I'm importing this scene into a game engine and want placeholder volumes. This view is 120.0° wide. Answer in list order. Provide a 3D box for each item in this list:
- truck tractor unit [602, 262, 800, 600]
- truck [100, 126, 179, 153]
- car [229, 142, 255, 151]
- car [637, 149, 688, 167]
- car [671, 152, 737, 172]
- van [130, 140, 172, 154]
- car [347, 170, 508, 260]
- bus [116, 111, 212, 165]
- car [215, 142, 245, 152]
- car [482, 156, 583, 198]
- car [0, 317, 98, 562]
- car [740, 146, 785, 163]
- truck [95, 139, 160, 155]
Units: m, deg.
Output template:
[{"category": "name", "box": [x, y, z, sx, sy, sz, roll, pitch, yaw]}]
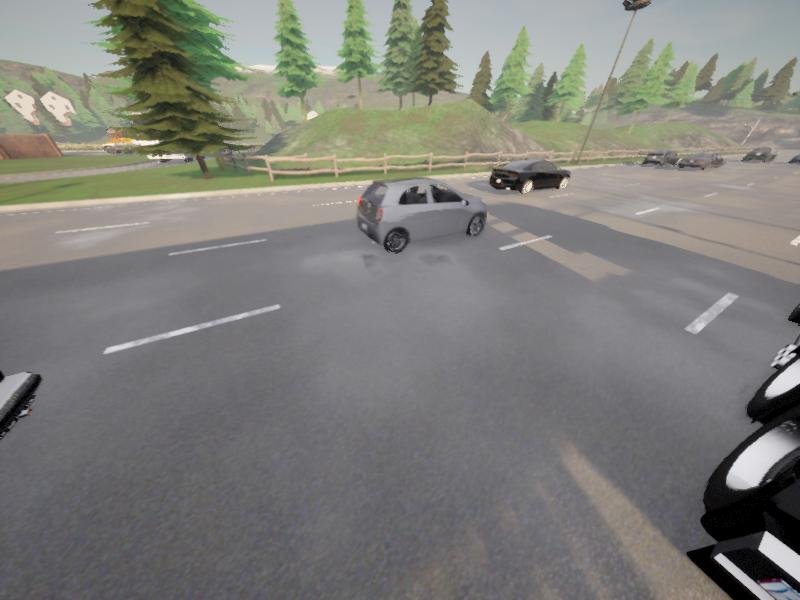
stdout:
[{"category": "truck tractor unit", "box": [5.106, -0.305, 0.787, 6.516, 4.208, 3.053, -18, 39, -24]}, {"category": "truck", "box": [-47.317, -29.431, 42.561, 8.468, 3.827, 2.891, -17, 38, -23]}, {"category": "car", "box": [-35.365, -34.402, 51.827, 4.611, 1.667, 2.242, -17, 38, -23]}, {"category": "car", "box": [28.992, -15.720, 25.535, 4.514, 1.525, 2.007, -17, 38, -23]}, {"category": "car", "box": [29.476, -13.460, 22.403, 5.357, 1.411, 2.033, -14, 37, -20]}, {"category": "van", "box": [-44.230, -27.340, 41.198, 4.442, 1.987, 1.775, -17, 38, -23]}, {"category": "car", "box": [0.704, -2.489, 6.256, 3.633, 1.501, 1.845, -17, 38, -23]}, {"category": "bus", "box": [-26.405, -18.735, 26.992, 3.944, 4.253, 10.273, -13, 37, -20]}, {"category": "car", "box": [-35.517, -32.116, 48.469, 4.611, 1.667, 2.242, -17, 38, -23]}, {"category": "car", "box": [7.074, -6.724, 12.393, 5.008, 1.535, 1.882, -17, 38, -23]}, {"category": "car", "box": [-4.904, 1.602, 0.527, 4.718, 1.301, 1.895, -17, 38, -23]}, {"category": "car", "box": [48.826, -19.642, 31.113, 4.553, 1.767, 2.097, -17, 38, -23]}, {"category": "truck", "box": [-44.297, -25.094, 37.868, 6.274, 2.098, 2.390, -17, 38, -23]}]
